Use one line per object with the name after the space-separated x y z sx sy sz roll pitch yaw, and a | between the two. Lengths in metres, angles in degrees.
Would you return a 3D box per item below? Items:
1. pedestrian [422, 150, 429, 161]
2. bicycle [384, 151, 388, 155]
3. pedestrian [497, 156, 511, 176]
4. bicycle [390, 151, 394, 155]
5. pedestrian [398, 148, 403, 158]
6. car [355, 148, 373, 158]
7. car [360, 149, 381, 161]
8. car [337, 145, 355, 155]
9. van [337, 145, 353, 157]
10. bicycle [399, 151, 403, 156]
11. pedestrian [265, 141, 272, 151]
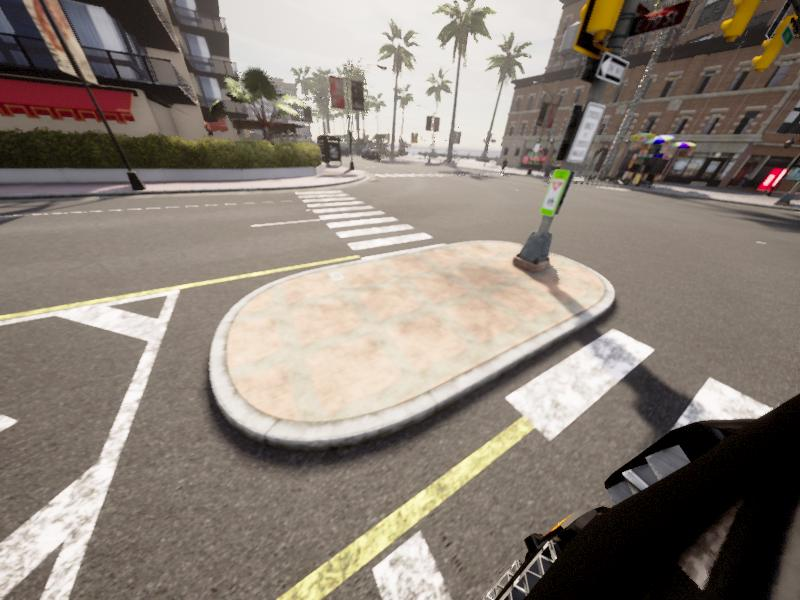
4.979 -28.469 45.470 0.751 1.860 0.751 -21 40 -32 | pedestrian
-4.078 -42.872 67.376 0.373 1.024 1.643 -16 38 -26 | bicycle
11.843 -15.281 26.328 0.751 1.860 0.751 -15 37 -25 | pedestrian
-2.343 -43.368 68.265 0.373 1.024 1.643 -16 38 -26 | bicycle
0.154 -35.273 55.386 0.751 1.860 0.751 -13 37 -23 | pedestrian
-8.373 -33.727 52.905 2.152 1.651 5.027 -16 38 -27 | car
-5.483 -27.041 42.962 2.242 1.667 4.611 -16 37 -26 | car
-14.035 -38.853 59.837 2.150 2.045 5.566 -21 40 -32 | car
-12.520 -34.022 52.693 1.775 1.987 4.442 -18 39 -28 | van
0.260 -44.112 69.598 0.373 1.024 1.643 -16 38 -26 | bicycle
-29.721 -34.724 52.183 0.751 1.860 0.751 0 34 -4 | pedestrian
